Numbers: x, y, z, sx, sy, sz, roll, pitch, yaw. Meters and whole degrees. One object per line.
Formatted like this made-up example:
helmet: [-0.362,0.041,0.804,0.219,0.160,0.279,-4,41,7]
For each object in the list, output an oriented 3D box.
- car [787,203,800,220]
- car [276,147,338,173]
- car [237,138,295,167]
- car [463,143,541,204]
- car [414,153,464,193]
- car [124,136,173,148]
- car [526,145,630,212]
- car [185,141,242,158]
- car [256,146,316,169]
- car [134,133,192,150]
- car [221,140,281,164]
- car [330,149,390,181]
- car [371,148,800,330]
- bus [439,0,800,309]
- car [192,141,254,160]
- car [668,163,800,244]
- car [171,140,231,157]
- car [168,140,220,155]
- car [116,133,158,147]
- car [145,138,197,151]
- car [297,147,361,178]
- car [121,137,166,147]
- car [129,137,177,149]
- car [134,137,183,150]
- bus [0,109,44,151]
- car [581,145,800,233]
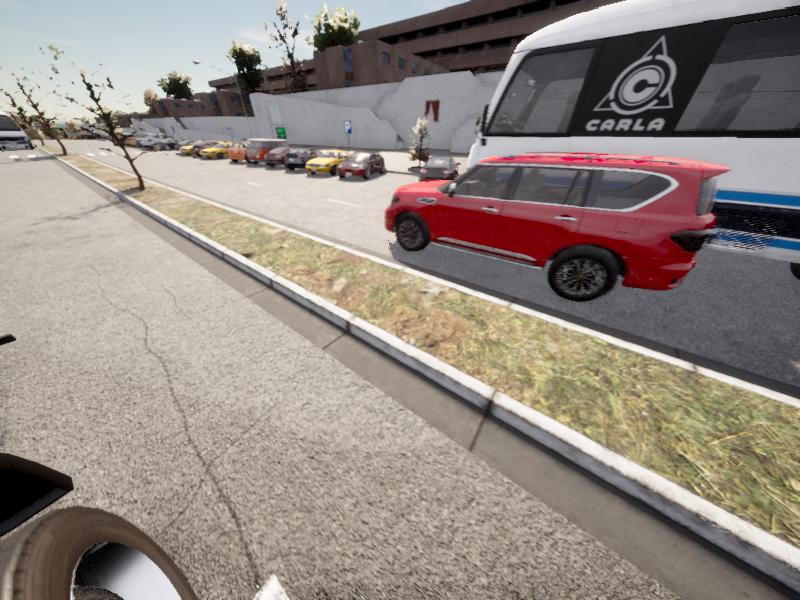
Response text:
car: [14.407,-2.507,5.884,1.878,1.987,4.442,10,35,13]
car: [-7.302,-11.515,18.823,2.163,1.488,4.792,10,36,13]
car: [-12.143,-13.737,21.389,1.878,1.987,4.442,11,36,12]
car: [4.749,-6.575,11.532,2.435,2.045,5.566,10,36,13]
car: [2.329,-7.346,13.101,2.002,1.452,4.674,10,36,13]
car: [-43.372,-27.408,40.111,1.946,1.575,5.366,10,36,13]
car: [7.126,-5.448,9.995,1.878,1.987,4.442,10,36,13]
car: [-21.753,-17.840,27.293,2.163,1.488,4.792,10,36,13]
car: [-9.720,-12.536,20.219,2.002,1.452,4.674,10,36,13]
car: [-36.191,-24.392,35.596,2.435,2.045,5.566,10,36,13]
car: [-14.542,-14.760,22.931,2.185,1.767,4.553,10,36,13]
car: [-2.494,-9.403,15.929,2.163,1.488,4.792,10,36,13]
car: [2.276,-1.849,4.788,5.566,2.045,2.150,23,41,29]
bus: [6.486,-3.022,4.572,10.273,4.253,3.944,23,41,29]
car: [-19.400,-16.688,25.695,1.946,1.575,5.366,11,36,12]
car: [11.964,-3.276,7.348,2.231,1.521,4.892,10,35,13]
car: [-24.214,-18.808,28.510,1.946,1.575,5.366,11,36,12]
car: [-26.576,-19.928,30.088,2.002,1.452,4.674,10,36,13]
car: [-48.262,-29.510,42.581,1.878,1.987,4.442,11,36,12]
car: [-33.783,-23.121,34.307,2.231,1.521,4.892,11,36,12]
car: [-4.942,-10.383,17.209,1.946,1.575,5.366,10,36,12]
car: [-45.824,-28.338,41.425,2.163,1.488,4.792,10,36,13]
car: [-41.018,-26.256,38.544,2.231,1.521,4.892,10,36,13]
car: [-38.601,-25.217,37.133,2.097,1.535,5.008,11,36,12]
bus: [-53.673,-22.965,31.314,10.273,4.253,3.944,23,41,28]
car: [9.559,-4.494,8.618,2.435,2.045,5.566,10,36,13]
